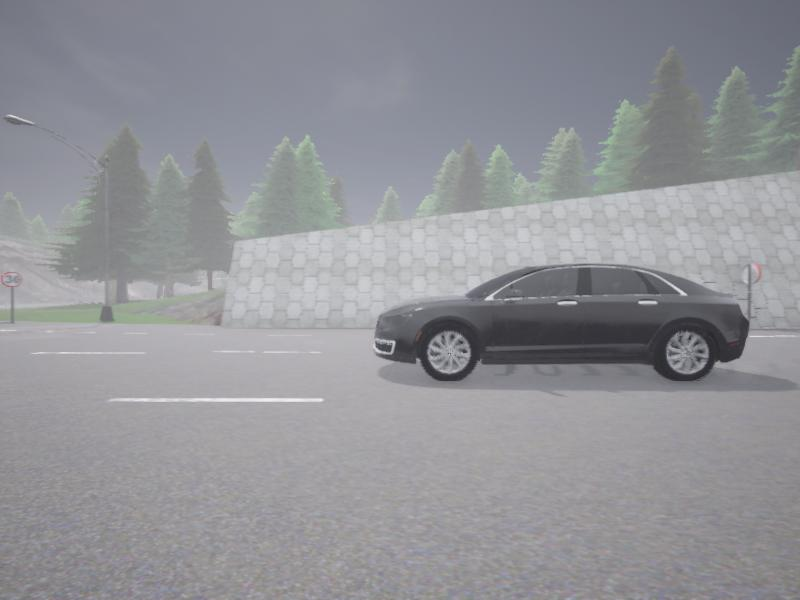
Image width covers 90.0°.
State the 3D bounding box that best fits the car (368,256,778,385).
[{"bbox_3d":[2.070,0.247,5.699,4.892,1.490,1.837,1,0,0],"label":"car"}]
